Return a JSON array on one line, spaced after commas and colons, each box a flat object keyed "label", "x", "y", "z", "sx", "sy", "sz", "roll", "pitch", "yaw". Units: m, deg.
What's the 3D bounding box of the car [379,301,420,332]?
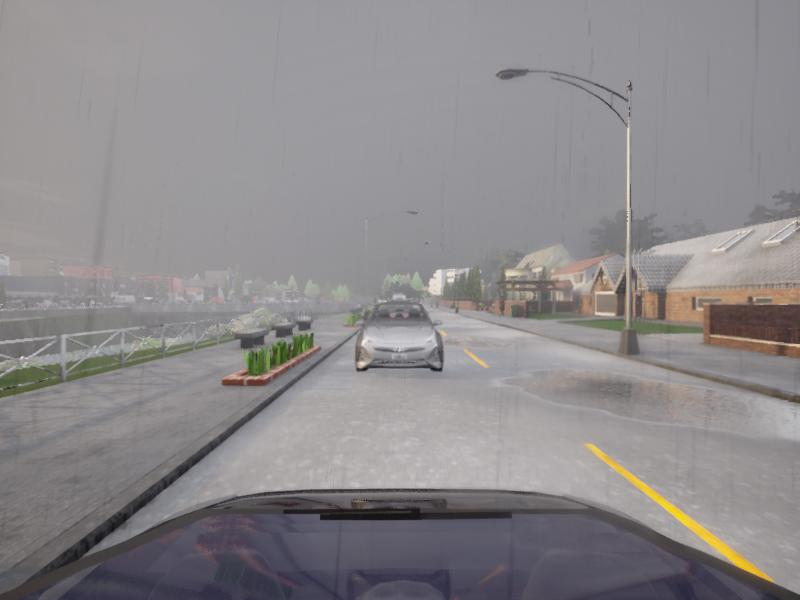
[{"label": "car", "x": -0.033, "y": 0.800, "z": 21.518, "sx": 2.007, "sy": 1.525, "sz": 4.514, "roll": 0, "pitch": 0, "yaw": 0}]

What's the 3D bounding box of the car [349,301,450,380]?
[{"label": "car", "x": -0.015, "y": 0.814, "z": 10.188, "sx": 2.007, "sy": 1.525, "sz": 4.514, "roll": 0, "pitch": 0, "yaw": 0}]

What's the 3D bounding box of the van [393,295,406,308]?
[{"label": "van", "x": -0.117, "y": 0.276, "z": 75.261, "sx": 2.351, "sy": 2.431, "sz": 6.366, "roll": 0, "pitch": 0, "yaw": 0}]

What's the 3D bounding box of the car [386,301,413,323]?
[{"label": "car", "x": -0.044, "y": 0.816, "z": 29.000, "sx": 1.816, "sy": 1.474, "sz": 4.193, "roll": 0, "pitch": 0, "yaw": 0}]

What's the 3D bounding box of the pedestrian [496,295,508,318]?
[{"label": "pedestrian", "x": 8.237, "y": 0.491, "z": 32.304, "sx": 0.751, "sy": 1.860, "sz": 0.751, "roll": 0, "pitch": 0, "yaw": 0}]
